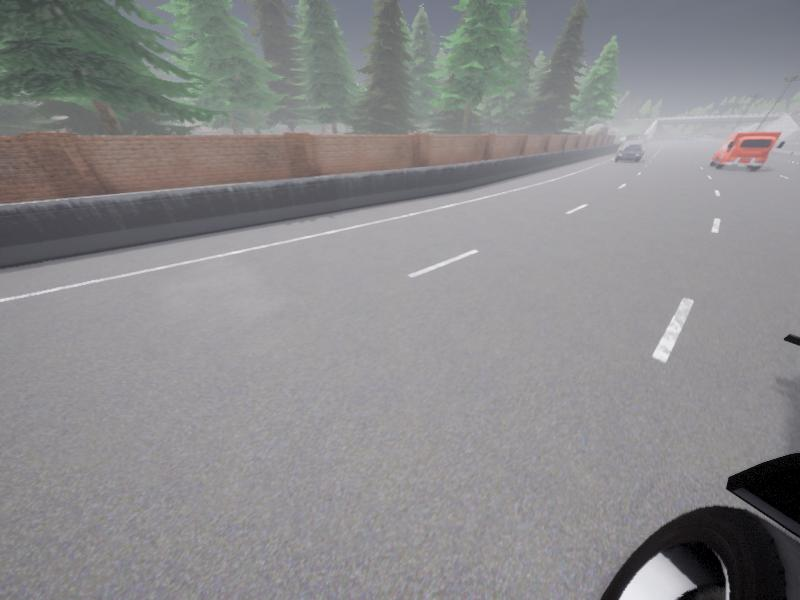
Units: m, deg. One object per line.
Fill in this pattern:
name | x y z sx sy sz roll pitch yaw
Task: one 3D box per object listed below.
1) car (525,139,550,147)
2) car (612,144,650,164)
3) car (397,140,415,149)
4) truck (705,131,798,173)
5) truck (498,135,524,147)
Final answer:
car | 35.478 -40.662 59.776 4.856 1.649 2.033 29 45 35
car | 24.585 -15.610 24.577 2.038 1.542 4.974 29 45 35
car | 1.591 -41.309 61.188 1.932 1.855 4.605 29 45 35
truck | 27.262 -11.802 18.300 2.627 2.467 5.204 29 44 35
truck | 30.462 -43.789 63.568 5.204 2.467 2.627 29 45 35
